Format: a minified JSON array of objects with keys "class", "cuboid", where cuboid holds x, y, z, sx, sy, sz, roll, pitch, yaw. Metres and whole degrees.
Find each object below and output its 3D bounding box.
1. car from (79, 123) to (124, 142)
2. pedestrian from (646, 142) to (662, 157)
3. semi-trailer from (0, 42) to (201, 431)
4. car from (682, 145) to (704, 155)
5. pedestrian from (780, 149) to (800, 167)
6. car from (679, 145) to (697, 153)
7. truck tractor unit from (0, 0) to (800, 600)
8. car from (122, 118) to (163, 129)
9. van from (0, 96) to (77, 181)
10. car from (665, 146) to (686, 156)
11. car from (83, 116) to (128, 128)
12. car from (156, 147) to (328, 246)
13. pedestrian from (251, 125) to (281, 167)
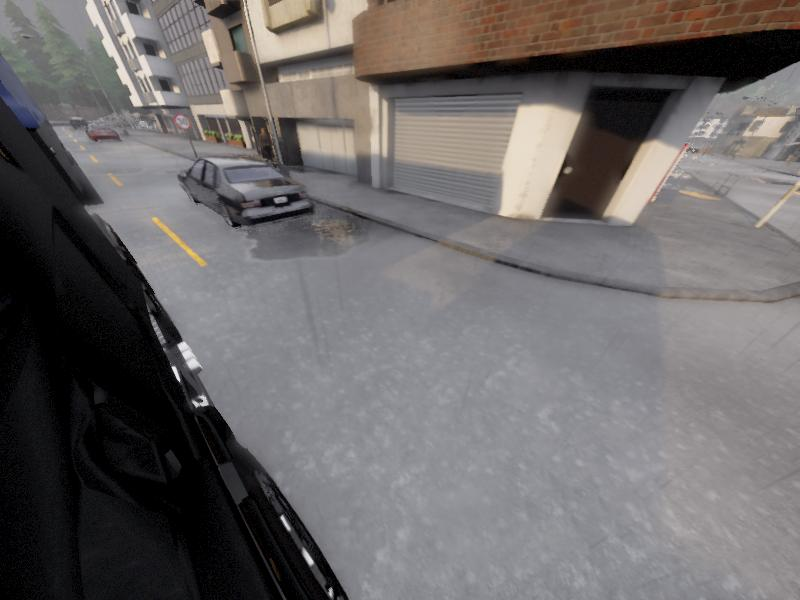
[{"class":"car","cuboid":[-29.690,-16.671,22.957,4.181,1.385,1.994,28,44,30]},{"class":"pedestrian","cuboid":[37.909,-22.517,34.544,0.751,1.860,0.751,26,42,28]},{"class":"semi-trailer","cuboid":[-8.697,-3.601,4.235,14.254,4.402,2.717,28,44,30]},{"class":"car","cuboid":[65.580,-33.752,51.800,1.930,1.638,5.238,28,44,30]},{"class":"pedestrian","cuboid":[49.608,-17.903,29.113,0.751,1.860,0.751,27,43,29]},{"class":"car","cuboid":[70.234,-36.904,56.378,1.801,1.575,5.366,28,44,30]},{"class":"truck tractor unit","cuboid":[-2.645,-0.295,0.351,6.516,4.208,3.053,28,44,30]},{"class":"car","cuboid":[-53.394,-36.650,48.004,2.152,1.651,5.027,23,41,25]},{"class":"van","cuboid":[-16.685,-7.089,9.969,5.915,2.561,1.988,28,44,30]},{"class":"car","cuboid":[52.920,-28.707,44.495,1.895,1.301,4.718,28,44,30]},{"class":"car","cuboid":[-58.899,-35.712,46.392,2.152,1.651,5.027,18,39,20]},{"class":"car","cuboid":[-4.655,-3.305,6.630,5.357,1.411,2.033,28,44,30]},{"class":"pedestrian","cuboid":[-7.459,-8.601,12.947,0.751,1.860,0.751,26,42,28]}]
